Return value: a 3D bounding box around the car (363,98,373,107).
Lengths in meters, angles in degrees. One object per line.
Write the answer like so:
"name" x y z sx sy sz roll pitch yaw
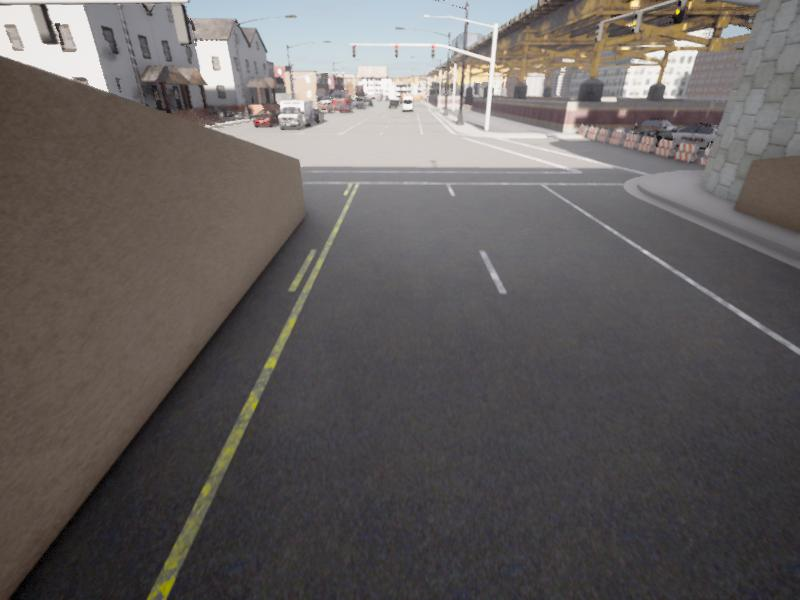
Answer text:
"car" -8.174 -50.678 102.731 2.150 2.045 5.566 1 27 1

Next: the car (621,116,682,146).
"car" 17.625 -11.884 27.957 4.974 1.542 2.038 -24 36 -39

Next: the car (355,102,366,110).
"car" -8.649 -42.714 87.877 1.837 1.490 4.892 1 28 1

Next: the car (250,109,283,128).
"car" -13.643 -18.693 41.115 1.851 1.617 3.988 1 27 1

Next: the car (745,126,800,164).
"car" 18.170 -7.468 19.041 1.853 1.218 4.536 15 31 27

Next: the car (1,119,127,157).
"car" -18.774 -9.171 22.555 5.027 1.651 2.152 3 27 3

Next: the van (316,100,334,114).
"van" -12.769 -32.938 68.294 2.069 2.038 4.480 1 27 1

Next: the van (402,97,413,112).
"van" 1.531 -37.797 77.204 1.988 2.561 5.915 1 27 1

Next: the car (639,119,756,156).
"car" 17.506 -9.775 23.862 2.038 1.542 4.974 -18 32 -31

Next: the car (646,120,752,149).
"car" 17.536 -9.895 23.752 1.853 1.218 4.536 -18 32 -31

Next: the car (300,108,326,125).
"car" -9.974 -21.282 46.262 1.837 1.490 4.892 1 28 1

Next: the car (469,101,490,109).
"car" 17.843 -43.521 89.370 4.974 1.542 2.038 -24 36 -39

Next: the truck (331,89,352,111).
"truck" -12.247 -42.293 84.515 2.891 3.827 8.468 1 27 1

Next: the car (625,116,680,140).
"car" 17.662 -12.041 27.917 4.536 1.218 1.853 -24 36 -39

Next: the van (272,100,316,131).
"van" -10.198 -18.170 39.209 2.351 2.431 6.366 1 27 1

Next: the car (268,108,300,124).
"car" -13.457 -21.486 46.642 2.128 1.511 4.902 1 27 1

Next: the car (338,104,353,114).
"car" -9.271 -32.602 68.381 1.994 1.385 4.181 1 27 1

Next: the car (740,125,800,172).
"car" 18.144 -7.308 19.073 2.038 1.542 4.974 15 31 27
